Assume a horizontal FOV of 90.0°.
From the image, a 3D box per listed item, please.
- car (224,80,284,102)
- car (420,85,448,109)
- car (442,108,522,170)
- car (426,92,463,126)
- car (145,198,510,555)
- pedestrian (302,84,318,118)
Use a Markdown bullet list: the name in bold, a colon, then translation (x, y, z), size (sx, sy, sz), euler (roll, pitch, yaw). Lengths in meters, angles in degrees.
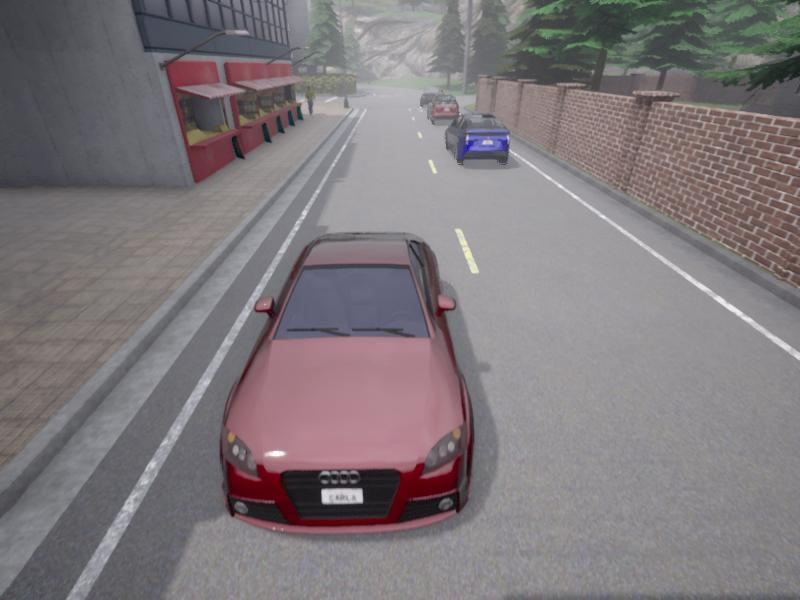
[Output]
- **car**: translation (-13.576, -19.591, 37.491), size (4.611, 1.667, 2.242), euler (-1, 30, -2)
- **car**: translation (2.987, -17.681, 34.745), size (1.812, 1.442, 4.674), euler (5, 32, 10)
- **car**: translation (2.858, -6.201, 15.093), size (2.007, 1.525, 4.514), euler (0, 30, -1)
- **car**: translation (2.661, -11.880, 24.776), size (1.789, 1.549, 3.705), euler (-1, 30, -1)
- **car**: translation (-0.431, 0.174, 4.348), size (1.994, 1.385, 4.181), euler (-1, 30, -1)
- **pedestrian**: translation (-5.706, -12.621, 25.386), size (0.751, 1.860, 0.751), euler (-6, 31, -9)
